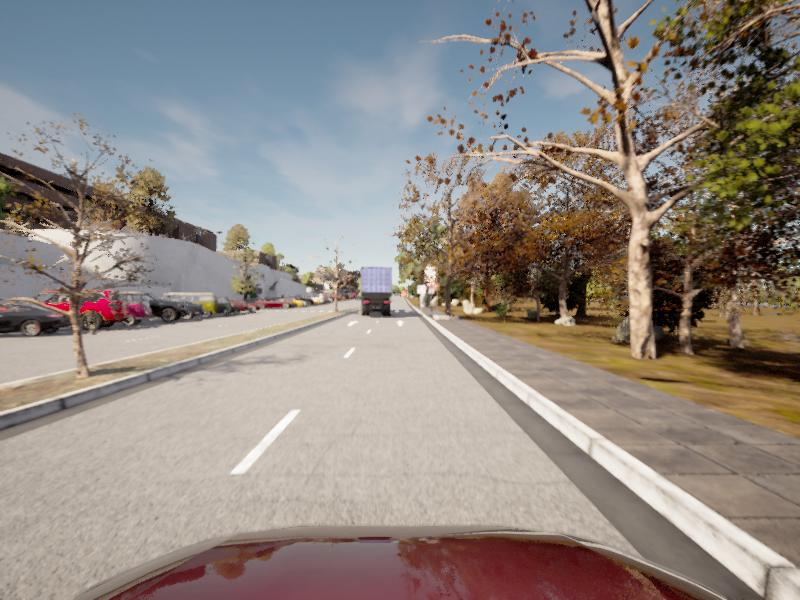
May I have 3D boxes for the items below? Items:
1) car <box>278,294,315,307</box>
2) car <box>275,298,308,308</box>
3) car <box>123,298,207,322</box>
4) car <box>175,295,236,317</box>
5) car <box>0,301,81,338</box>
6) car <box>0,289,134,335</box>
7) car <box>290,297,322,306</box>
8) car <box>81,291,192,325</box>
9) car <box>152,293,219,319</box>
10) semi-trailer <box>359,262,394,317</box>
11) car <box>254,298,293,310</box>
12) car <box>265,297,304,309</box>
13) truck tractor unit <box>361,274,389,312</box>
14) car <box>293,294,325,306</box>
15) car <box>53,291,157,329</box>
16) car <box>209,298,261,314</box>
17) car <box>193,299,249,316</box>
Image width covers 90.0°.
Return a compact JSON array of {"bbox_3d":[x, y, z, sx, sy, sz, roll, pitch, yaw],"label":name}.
[{"bbox_3d":[-16.799,0.073,64.945,5.566,2.045,2.435,-1,0,-20],"label":"car"},{"bbox_3d":[-16.828,0.400,61.929,4.674,1.452,2.002,-1,0,-20],"label":"car"},{"bbox_3d":[-16.845,0.680,28.962,4.892,1.521,2.231,-1,1,-20],"label":"car"},{"bbox_3d":[-16.818,0.497,34.936,4.553,1.767,2.185,-1,1,-20],"label":"car"},{"bbox_3d":[-16.857,0.825,17.027,4.674,1.452,2.002,-1,1,-20],"label":"car"},{"bbox_3d":[-16.888,0.512,19.996,5.566,2.045,2.435,-1,1,-20],"label":"car"},{"bbox_3d":[-16.644,0.226,71.002,5.366,1.575,1.946,-1,1,-20],"label":"car"},{"bbox_3d":[-16.832,0.456,25.992,5.566,2.045,2.435,-1,0,-20],"label":"car"},{"bbox_3d":[-16.960,0.427,31.900,4.442,1.987,1.878,-1,1,-20],"label":"car"},{"bbox_3d":[-2.375,-0.880,39.404,2.717,4.402,14.254,0,0,-4],"label":"semi-trailer"},{"bbox_3d":[-16.806,0.483,52.933,4.792,1.488,2.163,-1,0,-20],"label":"car"},{"bbox_3d":[-16.998,0.394,58.856,5.366,1.575,1.946,-1,1,-20],"label":"car"},{"bbox_3d":[-2.853,-0.850,47.301,3.053,4.208,6.516,0,1,-2],"label":"truck tractor unit"},{"bbox_3d":[-16.843,-0.071,73.924,5.566,2.045,2.435,-1,1,-20],"label":"car"},{"bbox_3d":[-16.751,0.508,23.039,4.442,1.987,1.878,-1,0,-20],"label":"car"},{"bbox_3d":[-16.816,0.596,40.928,4.792,1.488,2.163,-1,0,-20],"label":"car"},{"bbox_3d":[-16.839,0.635,37.909,4.674,1.452,2.002,-1,1,-20],"label":"car"}]
